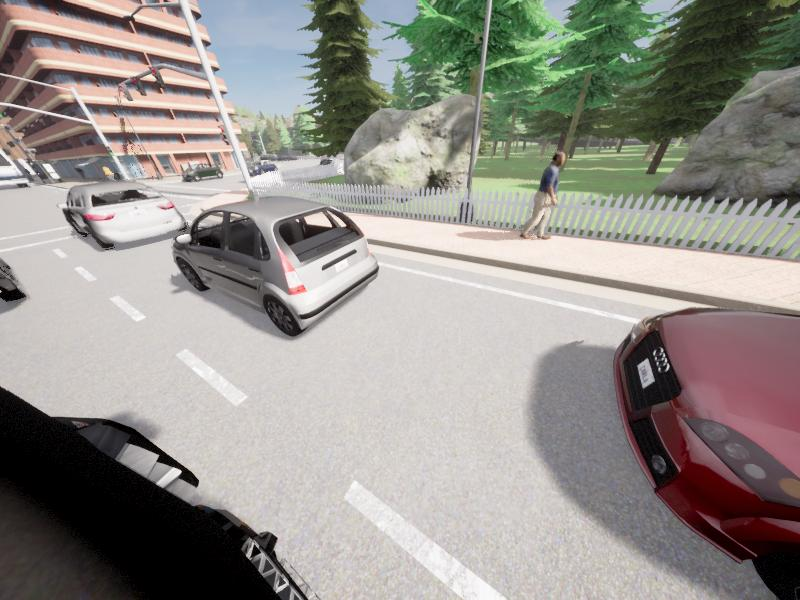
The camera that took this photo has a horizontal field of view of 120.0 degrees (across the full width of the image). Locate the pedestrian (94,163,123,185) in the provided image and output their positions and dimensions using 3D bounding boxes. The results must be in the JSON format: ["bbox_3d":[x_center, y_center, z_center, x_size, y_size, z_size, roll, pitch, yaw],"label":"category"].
[{"bbox_3d":[-28.821,-12.434,22.876,0.751,1.860,0.751,8,35,16],"label":"pedestrian"}]

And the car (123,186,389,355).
[{"bbox_3d":[-2.424,-0.925,4.083,3.988,1.617,1.851,16,38,27],"label":"car"}]

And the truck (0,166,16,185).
[{"bbox_3d":[-63.566,-19.841,35.347,8.468,3.827,2.891,16,38,27],"label":"truck"}]

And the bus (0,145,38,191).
[{"bbox_3d":[-49.466,-15.780,27.747,10.273,4.253,3.944,16,38,27],"label":"bus"}]

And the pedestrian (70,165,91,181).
[{"bbox_3d":[-43.640,-17.400,31.576,0.751,1.860,0.751,16,38,26],"label":"pedestrian"}]

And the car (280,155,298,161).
[{"bbox_3d":[-33.229,-42.506,69.210,5.357,1.411,2.033,17,38,27],"label":"car"}]

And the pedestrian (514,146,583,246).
[{"bbox_3d":[3.192,-2.258,5.102,0.751,1.860,0.751,16,38,26],"label":"pedestrian"}]

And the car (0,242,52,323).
[{"bbox_3d":[-9.103,-0.593,4.187,4.902,1.511,2.128,16,38,27],"label":"car"}]

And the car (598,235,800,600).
[{"bbox_3d":[3.739,1.000,0.915,4.181,1.385,1.994,18,39,28],"label":"car"}]

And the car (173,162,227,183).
[{"bbox_3d":[-21.156,-13.649,24.663,1.789,1.549,3.705,9,35,17],"label":"car"}]

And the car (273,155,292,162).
[{"bbox_3d":[-33.548,-40.372,65.934,4.892,1.490,1.837,17,38,27],"label":"car"}]

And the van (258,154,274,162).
[{"bbox_3d":[-40.264,-42.584,69.353,4.442,1.987,1.775,17,38,27],"label":"van"}]

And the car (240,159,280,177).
[{"bbox_3d":[-16.470,-15.674,27.417,1.970,1.475,3.806,4,34,10],"label":"car"}]

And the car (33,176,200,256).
[{"bbox_3d":[-9.547,-3.080,7.830,4.611,1.667,2.242,17,38,27],"label":"car"}]
